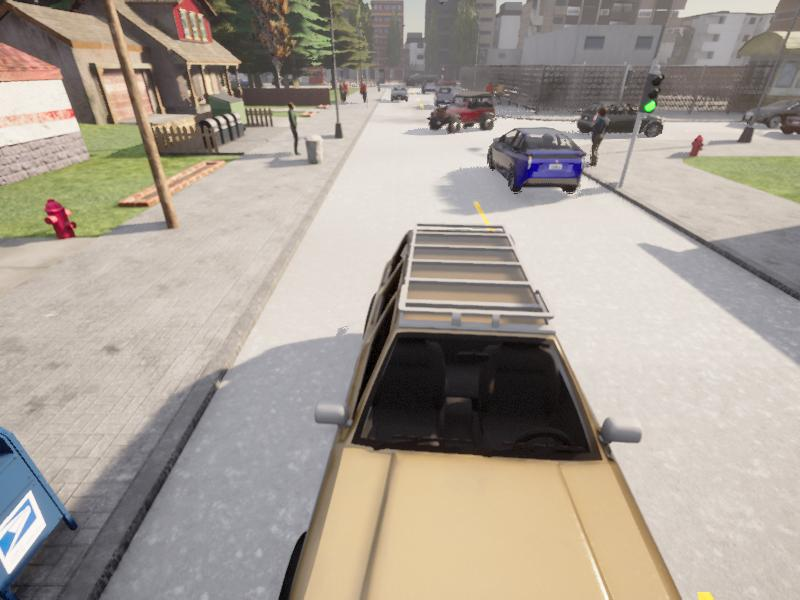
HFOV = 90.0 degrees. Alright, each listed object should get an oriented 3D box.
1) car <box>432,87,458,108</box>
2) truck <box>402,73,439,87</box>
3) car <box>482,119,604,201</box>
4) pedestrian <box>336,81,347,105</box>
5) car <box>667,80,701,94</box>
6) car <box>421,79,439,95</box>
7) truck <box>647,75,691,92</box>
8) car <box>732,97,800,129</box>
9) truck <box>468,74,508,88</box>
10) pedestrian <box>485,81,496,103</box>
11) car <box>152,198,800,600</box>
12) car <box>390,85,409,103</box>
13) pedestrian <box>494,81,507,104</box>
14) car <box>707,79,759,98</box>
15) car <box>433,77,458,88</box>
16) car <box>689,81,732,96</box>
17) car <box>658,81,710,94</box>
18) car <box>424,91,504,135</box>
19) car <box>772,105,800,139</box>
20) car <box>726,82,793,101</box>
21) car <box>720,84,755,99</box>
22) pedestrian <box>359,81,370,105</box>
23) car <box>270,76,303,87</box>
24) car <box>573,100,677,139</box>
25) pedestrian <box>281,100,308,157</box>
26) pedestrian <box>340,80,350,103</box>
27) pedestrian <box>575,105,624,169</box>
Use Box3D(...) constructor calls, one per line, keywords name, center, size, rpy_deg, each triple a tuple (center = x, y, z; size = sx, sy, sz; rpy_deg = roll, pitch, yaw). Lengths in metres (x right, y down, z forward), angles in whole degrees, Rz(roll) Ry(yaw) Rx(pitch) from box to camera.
Box3D(name="car", center=(3.962, -18.110, 35.679), size=(1.845, 1.501, 3.633), rpy_deg=(0, 30, 0))
Box3D(name="truck", center=(3.687, -39.289, 71.500), size=(6.274, 2.098, 2.390), rpy_deg=(-14, 33, -23))
Box3D(name="car", center=(3.991, -4.411, 12.148), size=(2.007, 1.525, 4.514), rpy_deg=(0, 30, 0))
Box3D(name="pedestrian", center=(-5.192, -18.450, 35.633), size=(0.751, 1.860, 0.751), rpy_deg=(0, 30, 0))
Box3D(name="car", center=(38.657, -29.064, 54.526), size=(1.789, 1.547, 3.705), rpy_deg=(0, 30, 0))
Box3D(name="car", center=(3.936, -28.664, 53.717), size=(2.033, 1.649, 4.856), rpy_deg=(0, 30, 0))
Box3D(name="truck", center=(38.977, -31.377, 58.024), size=(4.478, 2.038, 2.069), rpy_deg=(0, 30, 0))
Box3D(name="car", center=(23.336, -11.174, 23.886), size=(4.902, 1.511, 2.128), rpy_deg=(0, 30, 0))
Box3D(name="truck", center=(15.362, -38.374, 69.994), size=(6.274, 2.098, 2.390), rpy_deg=(0, 30, 0))
Box3D(name="pedestrian", center=(8.454, -19.497, 37.488), size=(0.751, 1.860, 0.751), rpy_deg=(1, 30, 2))
Box3D(name="car", center=(0.480, 0.724, 3.107), size=(1.932, 1.855, 4.605), rpy_deg=(2, 28, 4))
Box3D(name="car", center=(-0.044, -20.841, 40.407), size=(1.816, 1.474, 4.193), rpy_deg=(0, 30, 0))
Box3D(name="pedestrian", center=(9.140, -18.926, 36.510), size=(0.751, 1.860, 0.751), rpy_deg=(0, 30, -1))
Box3D(name="car", center=(38.312, -24.389, 46.174), size=(3.866, 1.878, 1.905), rpy_deg=(0, 30, 0))
Box3D(name="car", center=(7.858, -37.812, 69.476), size=(3.988, 1.617, 1.851), rpy_deg=(-17, 34, -27))
Box3D(name="car", center=(39.234, -26.814, 50.684), size=(3.633, 1.501, 1.845), rpy_deg=(0, 30, 0))
Box3D(name="car", center=(38.816, -29.116, 54.758), size=(5.357, 1.415, 2.033), rpy_deg=(0, 30, 0))
Box3D(name="car", center=(3.461, -10.227, 21.776), size=(3.866, 1.878, 1.905), rpy_deg=(-17, 34, -28))
Box3D(name="car", center=(22.186, -9.086, 20.434), size=(4.181, 1.385, 1.994), rpy_deg=(-1, 30, -1))
Box3D(name="car", center=(38.063, -22.140, 42.517), size=(4.611, 1.667, 2.242), rpy_deg=(0, 30, 0))
Box3D(name="car", center=(37.450, -23.123, 44.409), size=(2.207, 1.379, 1.481), rpy_deg=(0, 30, 0))
Box3D(name="pedestrian", center=(-3.188, -18.571, 35.850), size=(0.751, 1.860, 0.751), rpy_deg=(3, 30, 4))
Box3D(name="car", center=(-19.870, -38.219, 70.012), size=(5.027, 1.651, 2.152), rpy_deg=(0, 30, 0))
Box3D(name="car", center=(11.319, -9.234, 20.393), size=(3.988, 1.617, 1.851), rpy_deg=(-2, 30, -3))
Box3D(name="pedestrian", center=(-3.927, -6.397, 14.931), size=(0.751, 1.860, 0.751), rpy_deg=(-7, 31, -13))
Box3D(name="pedestrian", center=(-5.208, -19.662, 37.715), size=(0.751, 1.860, 0.751), rpy_deg=(0, 30, 0))
Box3D(name="pedestrian", center=(6.616, -5.444, 13.351), size=(0.751, 1.860, 0.751), rpy_deg=(-16, 34, -25))
